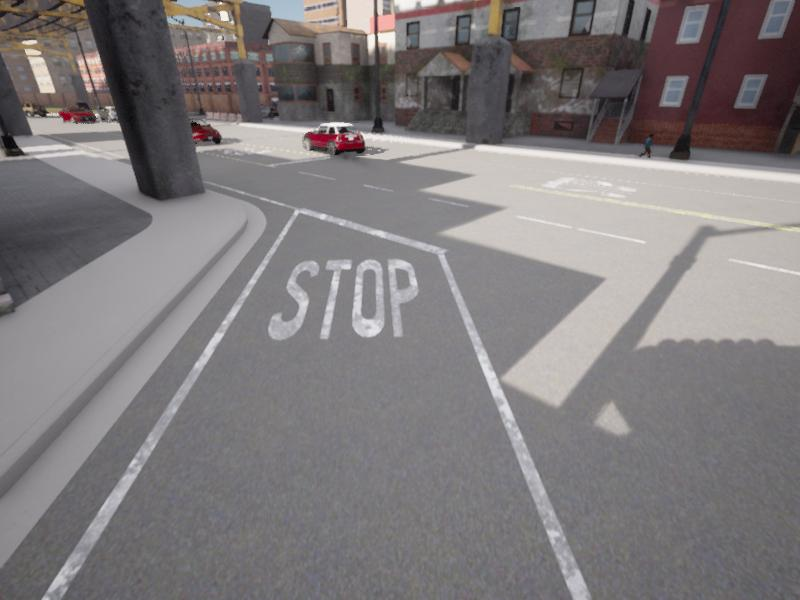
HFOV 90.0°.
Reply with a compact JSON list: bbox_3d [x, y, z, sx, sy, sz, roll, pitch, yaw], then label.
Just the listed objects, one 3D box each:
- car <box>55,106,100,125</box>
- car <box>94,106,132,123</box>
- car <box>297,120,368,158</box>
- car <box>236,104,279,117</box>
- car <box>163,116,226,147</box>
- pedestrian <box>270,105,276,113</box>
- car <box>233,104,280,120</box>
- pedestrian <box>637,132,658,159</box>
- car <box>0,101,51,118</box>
[{"bbox_3d":[-33.045,-18.886,40.905,5.008,1.535,1.882,19,33,33],"label":"car"},{"bbox_3d":[-31.490,-20.404,43.880,3.806,1.475,1.970,20,34,34],"label":"car"},{"bbox_3d":[-3.680,-8.786,21.676,1.970,1.475,3.806,-22,35,-36],"label":"car"},{"bbox_3d":[-16.787,-22.322,47.113,4.536,1.218,1.853,-9,29,-16],"label":"car"},{"bbox_3d":[-13.060,-10.745,25.416,4.193,1.474,1.816,23,35,36],"label":"car"},{"bbox_3d":[-17.948,-27.071,56.699,0.500,1.100,0.500,23,35,37],"label":"pedestrian"},{"bbox_3d":[-16.837,-22.175,47.171,4.974,1.542,2.038,-9,29,-16],"label":"car"},{"bbox_3d":[11.578,-7.211,18.716,0.500,1.100,0.500,21,34,34],"label":"pedestrian"},{"bbox_3d":[-46.385,-23.536,49.425,4.605,1.855,1.932,3,28,6],"label":"car"}]
